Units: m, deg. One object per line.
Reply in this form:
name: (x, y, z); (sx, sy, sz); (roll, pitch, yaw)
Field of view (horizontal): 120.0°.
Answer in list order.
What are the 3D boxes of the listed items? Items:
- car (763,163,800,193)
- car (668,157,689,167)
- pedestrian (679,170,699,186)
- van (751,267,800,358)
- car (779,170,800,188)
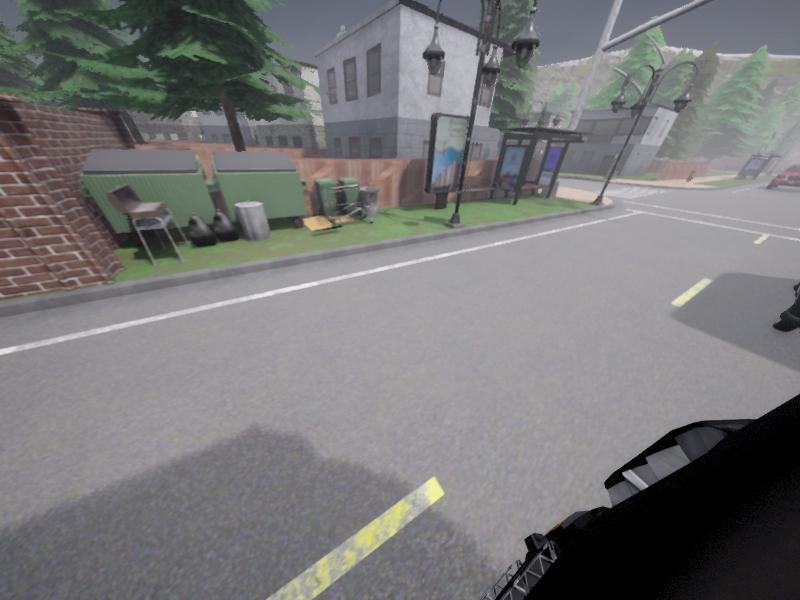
car: (35.504, -10.919, 20.558); (5.566, 2.045, 2.150); (-16, 38, -26)
car: (71.398, -35.403, 59.247); (4.605, 1.855, 1.932); (-17, 39, -27)
pedestrian: (23.601, -9.937, 18.873); (0.500, 1.100, 0.500); (-22, 41, -31)
van: (7.464, -0.383, 3.114); (4.442, 1.987, 1.775); (-16, 38, -26)
car: (42.400, -12.673, 24.221); (4.181, 1.385, 1.994); (-16, 38, -26)
